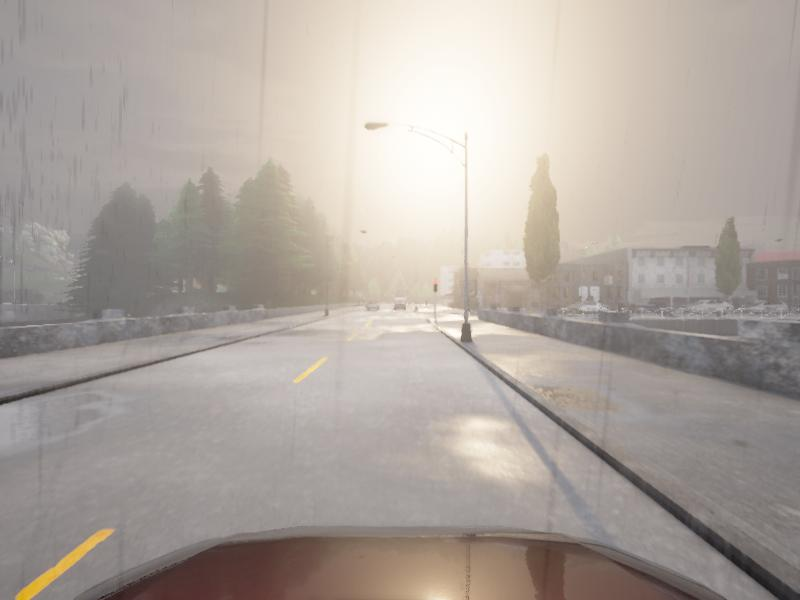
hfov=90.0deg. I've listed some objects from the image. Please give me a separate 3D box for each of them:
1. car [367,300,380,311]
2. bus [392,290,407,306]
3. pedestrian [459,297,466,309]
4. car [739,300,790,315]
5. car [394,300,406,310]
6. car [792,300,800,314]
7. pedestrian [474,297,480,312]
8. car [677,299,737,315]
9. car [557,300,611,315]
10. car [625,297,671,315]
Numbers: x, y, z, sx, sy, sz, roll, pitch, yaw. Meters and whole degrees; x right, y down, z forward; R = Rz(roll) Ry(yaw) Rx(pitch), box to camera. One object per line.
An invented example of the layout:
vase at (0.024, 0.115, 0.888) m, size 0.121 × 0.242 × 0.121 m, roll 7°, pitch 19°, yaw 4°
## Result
car at (-4.053, 0.769, 61.476) m, size 1.851 × 1.617 × 3.988 m, roll 0°, pitch 0°, yaw -1°
bus at (-0.126, -0.573, 111.330) m, size 3.944 × 4.253 × 10.273 m, roll 0°, pitch 0°, yaw 0°
pedestrian at (10.224, 0.517, 65.301) m, size 0.751 × 1.860 × 0.751 m, roll 0°, pitch 0°, yaw -20°
car at (40.229, 0.774, 44.186) m, size 3.988 × 1.617 × 1.851 m, roll 0°, pitch 0°, yaw 0°
car at (-0.003, 0.808, 67.139) m, size 2.038 × 1.542 × 4.974 m, roll 0°, pitch 0°, yaw 0°
car at (46.168, 0.775, 44.188) m, size 3.988 × 1.617 × 1.851 m, roll 0°, pitch 0°, yaw 0°
pedestrian at (9.660, 0.509, 49.991) m, size 0.751 × 1.860 × 0.751 m, roll 0°, pitch 0°, yaw 10°
car at (33.838, 0.767, 44.171) m, size 5.027 × 1.651 × 2.152 m, roll 0°, pitch 0°, yaw 0°
car at (20.233, 0.810, 44.134) m, size 4.974 × 1.542 × 2.038 m, roll 0°, pitch 0°, yaw 0°
car at (27.346, 0.632, 44.161) m, size 3.866 × 1.878 × 1.905 m, roll 0°, pitch 0°, yaw 0°
